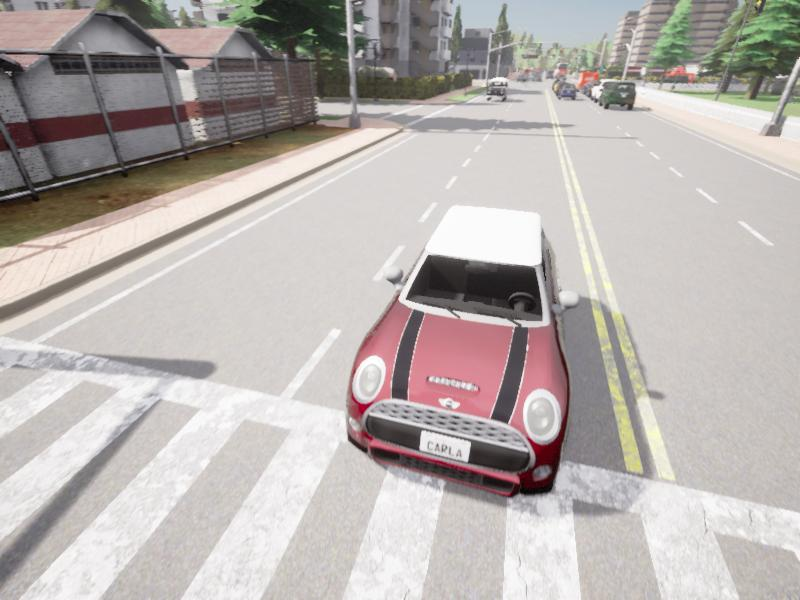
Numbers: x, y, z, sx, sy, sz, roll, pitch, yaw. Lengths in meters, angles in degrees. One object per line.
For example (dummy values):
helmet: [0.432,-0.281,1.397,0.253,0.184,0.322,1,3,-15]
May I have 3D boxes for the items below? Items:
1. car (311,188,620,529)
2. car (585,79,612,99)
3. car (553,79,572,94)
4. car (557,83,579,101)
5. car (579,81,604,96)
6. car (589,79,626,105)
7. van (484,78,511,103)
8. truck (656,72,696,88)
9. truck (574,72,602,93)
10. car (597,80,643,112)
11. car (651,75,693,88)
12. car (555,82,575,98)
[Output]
car: [0.861,0.043,4.487,1.970,1.475,3.806,9,31,14]
car: [22.865,-24.455,46.305,1.932,1.855,4.605,9,31,14]
car: [21.952,-28.906,54.189,1.801,1.575,5.366,9,31,14]
car: [18.091,-22.492,43.193,1.789,1.549,3.705,9,31,14]
car: [24.759,-27.427,51.807,2.163,1.488,4.792,9,31,14]
car: [20.760,-21.037,40.266,2.150,2.045,5.566,9,31,14]
van: [9.927,-21.346,40.617,2.069,2.038,4.480,9,31,14]
truck: [51.321,-41.013,74.492,5.204,2.467,2.627,9,31,13]
truck: [26.615,-30.923,56.832,2.627,2.467,5.204,9,31,14]
car: [18.644,-17.521,34.224,2.150,2.045,5.566,9,31,14]
car: [48.876,-39.358,72.033,5.566,2.045,2.150,8,31,13]
car: [19.923,-25.500,48.440,1.816,1.474,4.193,9,31,14]
